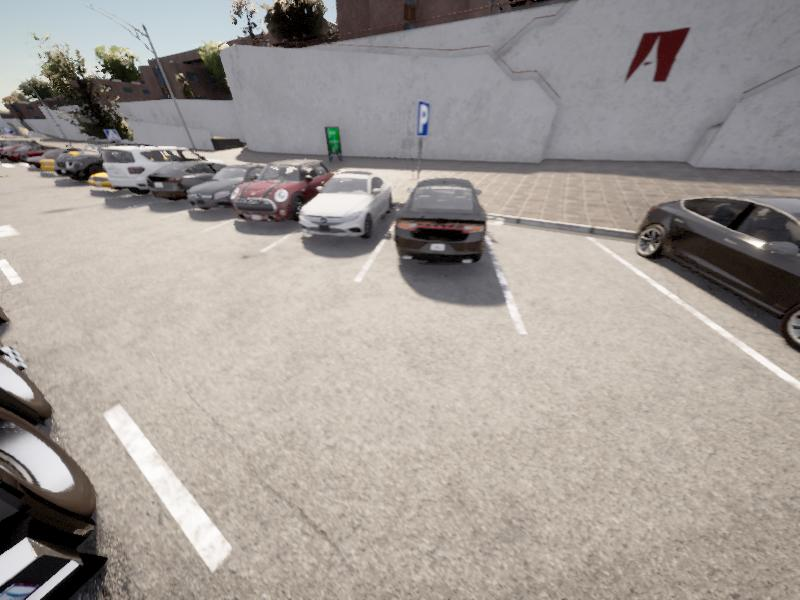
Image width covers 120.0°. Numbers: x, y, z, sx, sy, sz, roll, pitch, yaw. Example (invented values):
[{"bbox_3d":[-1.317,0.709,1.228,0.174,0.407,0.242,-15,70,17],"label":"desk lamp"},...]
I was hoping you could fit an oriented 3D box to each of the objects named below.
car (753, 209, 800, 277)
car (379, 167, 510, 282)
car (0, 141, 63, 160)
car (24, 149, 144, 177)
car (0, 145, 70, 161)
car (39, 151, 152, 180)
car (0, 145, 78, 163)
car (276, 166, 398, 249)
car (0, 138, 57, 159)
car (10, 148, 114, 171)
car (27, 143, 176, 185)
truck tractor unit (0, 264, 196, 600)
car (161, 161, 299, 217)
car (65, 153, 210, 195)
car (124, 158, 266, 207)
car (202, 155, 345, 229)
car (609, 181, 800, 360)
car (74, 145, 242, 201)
[{"bbox_3d":[8.928,-0.136,2.350,2.435,2.045,5.566,6,35,8],"label":"car"},{"bbox_3d":[1.120,-2.475,6.223,2.097,1.535,5.008,5,35,8],"label":"car"},{"bbox_3d":[-45.695,-18.248,28.073,2.185,1.767,4.553,6,35,8],"label":"car"},{"bbox_3d":[-24.871,-11.207,18.639,1.946,1.575,5.366,6,35,8],"label":"car"},{"bbox_3d":[-43.110,-17.249,26.987,2.002,1.452,4.674,6,35,8],"label":"car"},{"bbox_3d":[-22.292,-10.191,17.301,2.002,1.452,4.674,7,35,8],"label":"car"},{"bbox_3d":[-40.505,-16.359,25.748,2.163,1.488,4.792,7,35,7],"label":"car"},{"bbox_3d":[-1.474,-3.292,7.489,2.002,1.452,4.674,6,35,8],"label":"car"},{"bbox_3d":[-48.255,-19.291,29.339,1.878,1.987,4.442,6,35,8],"label":"car"},{"bbox_3d":[-30.102,-12.825,20.907,2.163,1.488,4.792,7,35,7],"label":"car"},{"bbox_3d":[-19.687,-9.532,15.893,2.435,2.045,5.566,7,35,8],"label":"car"},{"bbox_3d":[-5.111,-0.301,0.787,6.516,4.208,3.053,18,39,24],"label":"truck tractor unit"},{"bbox_3d":[-6.673,-4.989,9.957,2.002,1.452,4.674,6,35,8],"label":"car"},{"bbox_3d":[-14.517,-7.505,13.466,1.946,1.575,5.366,6,35,8],"label":"car"},{"bbox_3d":[-9.283,-5.874,11.205,2.163,1.488,4.792,6,35,8],"label":"car"},{"bbox_3d":[-4.069,-4.294,8.654,2.185,1.767,4.553,6,35,8],"label":"car"},{"bbox_3d":[6.324,-0.749,3.744,2.163,1.488,4.792,6,35,8],"label":"car"},{"bbox_3d":[-11.880,-6.963,12.273,2.435,2.045,5.566,6,35,8],"label":"car"}]
